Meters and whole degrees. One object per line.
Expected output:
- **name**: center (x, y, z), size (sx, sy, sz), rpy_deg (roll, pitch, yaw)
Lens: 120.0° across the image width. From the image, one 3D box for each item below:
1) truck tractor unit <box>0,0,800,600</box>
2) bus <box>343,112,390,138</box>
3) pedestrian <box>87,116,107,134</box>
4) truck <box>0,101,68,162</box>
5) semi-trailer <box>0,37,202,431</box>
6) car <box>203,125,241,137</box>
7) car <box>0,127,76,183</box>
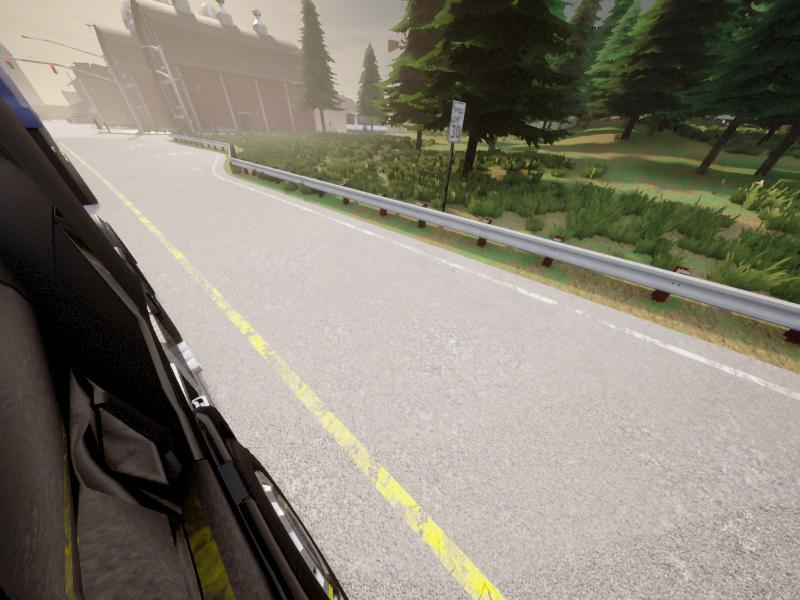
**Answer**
- **truck tractor unit**: center (-2.645, -0.295, 0.351), size (6.516, 4.208, 3.053), rpy_deg (28, 44, 30)
- **bus**: center (-7.225, -38.764, 51.506), size (3.944, 4.253, 10.273), rpy_deg (28, 43, 29)
- **pedestrian**: center (-39.398, -22.799, 30.063), size (0.751, 1.860, 0.751), rpy_deg (26, 43, 28)
- **truck**: center (-21.926, -9.535, 12.950), size (5.204, 2.467, 2.627), rpy_deg (27, 43, 28)
- **semi-trailer**: center (-8.746, -3.573, 4.180), size (14.254, 4.402, 2.717), rpy_deg (28, 43, 29)
- **car**: center (-27.763, -26.432, 36.143), size (1.994, 1.385, 4.181), rpy_deg (27, 43, 29)
- **car**: center (-16.061, -6.228, 9.718), size (4.902, 1.511, 2.128), rpy_deg (27, 43, 29)
